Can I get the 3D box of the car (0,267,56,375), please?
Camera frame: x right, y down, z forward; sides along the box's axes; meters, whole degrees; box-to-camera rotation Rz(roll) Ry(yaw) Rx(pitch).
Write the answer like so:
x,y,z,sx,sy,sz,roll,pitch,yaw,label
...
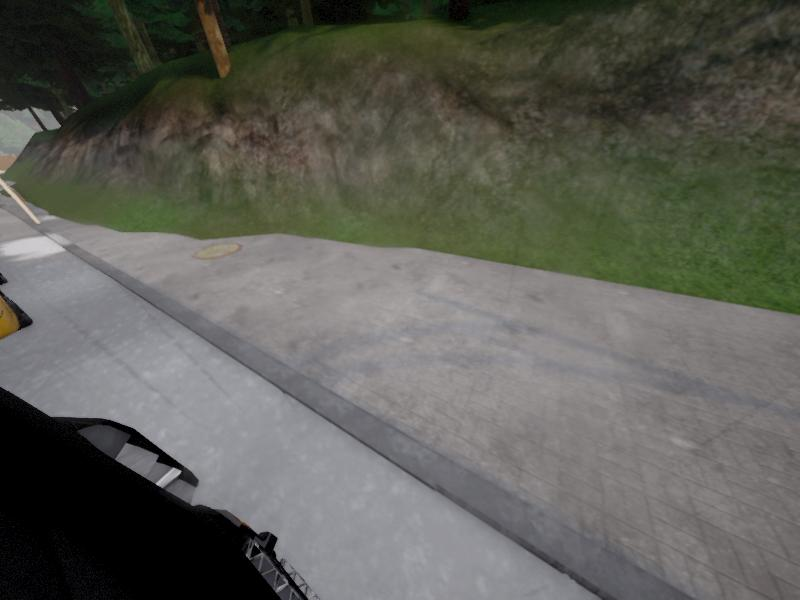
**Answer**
x,y,z,sx,sy,sz,roll,pitch,yaw,label
-7.409,-0.191,3.177,5.366,1.575,1.801,16,38,26,car
